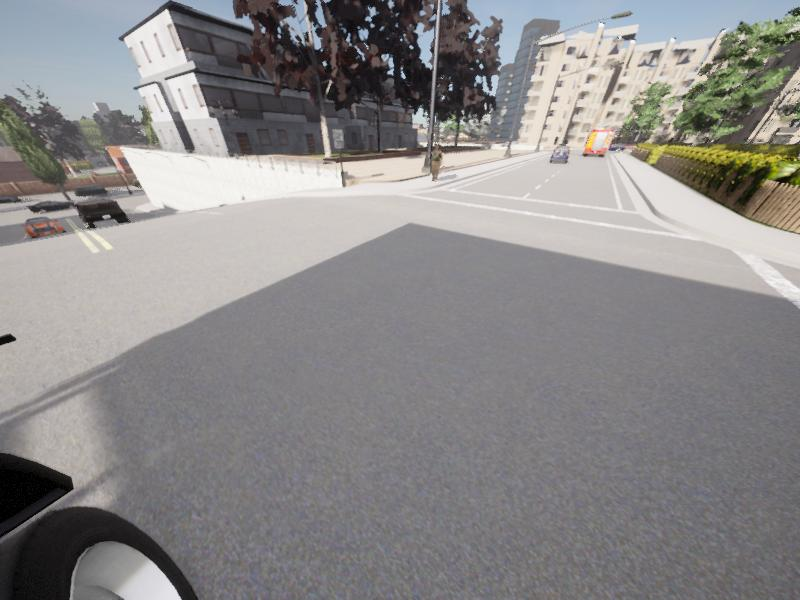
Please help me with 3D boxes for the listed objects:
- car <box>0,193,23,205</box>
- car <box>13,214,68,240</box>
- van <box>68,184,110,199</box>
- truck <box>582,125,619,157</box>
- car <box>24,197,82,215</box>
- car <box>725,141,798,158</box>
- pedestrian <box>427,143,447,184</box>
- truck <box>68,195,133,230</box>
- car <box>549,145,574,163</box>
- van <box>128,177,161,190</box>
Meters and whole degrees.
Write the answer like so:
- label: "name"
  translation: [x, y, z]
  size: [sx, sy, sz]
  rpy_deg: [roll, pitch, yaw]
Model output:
- label: "car"
  translation: [-72.054, -17.996, 41.549]
  size: [1.994, 1.385, 4.181]
  rpy_deg: [22, 41, 28]
- label: "car"
  translation: [-34.415, -7.124, 22.272]
  size: [4.553, 1.767, 2.097]
  rpy_deg: [14, 36, 34]
- label: "van"
  translation: [-63.024, -22.126, 46.931]
  size: [1.775, 1.987, 4.442]
  rpy_deg: [22, 41, 28]
- label: "truck"
  translation: [32.099, -25.535, 37.113]
  size: [2.891, 3.827, 8.468]
  rpy_deg: [23, 41, 29]
- label: "car"
  translation: [-56.829, -15.463, 37.934]
  size: [1.882, 1.535, 5.008]
  rpy_deg: [22, 41, 28]
- label: "car"
  translation: [56.388, -23.700, 36.254]
  size: [5.566, 2.045, 2.150]
  rpy_deg: [23, 41, 29]
- label: "pedestrian"
  translation: [1.961, -7.381, 12.491]
  size: [0.751, 1.860, 0.751]
  rpy_deg: [12, 37, 16]
- label: "truck"
  translation: [-25.519, -7.368, 19.680]
  size: [6.274, 2.098, 2.390]
  rpy_deg: [12, 35, 35]
- label: "car"
  translation: [18.594, -16.848, 26.639]
  size: [1.789, 1.549, 3.705]
  rpy_deg: [19, 39, 24]
- label: "van"
  translation: [-60.571, -27.679, 54.754]
  size: [2.069, 2.038, 4.480]
  rpy_deg: [22, 41, 28]
